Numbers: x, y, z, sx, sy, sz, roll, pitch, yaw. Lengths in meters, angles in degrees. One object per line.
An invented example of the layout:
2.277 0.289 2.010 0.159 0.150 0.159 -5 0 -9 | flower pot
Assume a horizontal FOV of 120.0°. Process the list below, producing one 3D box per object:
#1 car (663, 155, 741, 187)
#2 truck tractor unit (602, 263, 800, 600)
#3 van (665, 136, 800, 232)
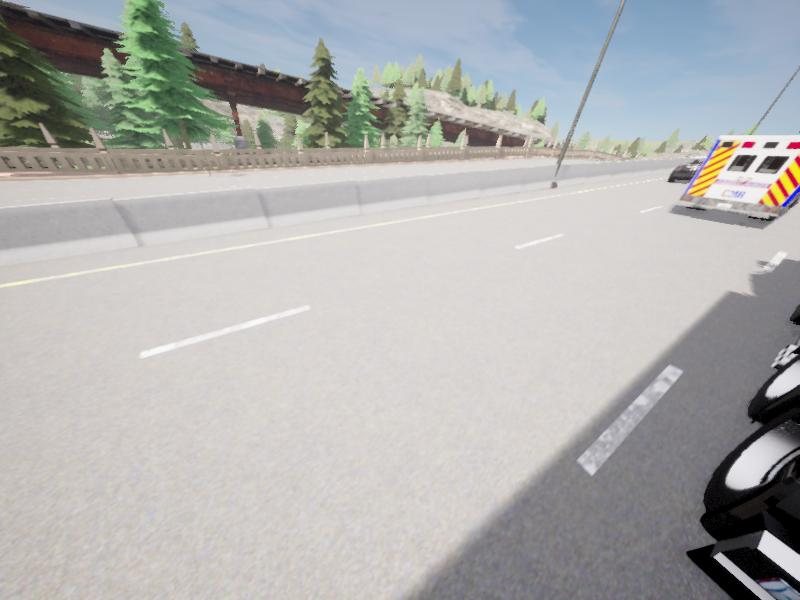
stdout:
19.852 -8.575 15.220 3.806 1.475 1.970 -18 39 -24 | car
5.108 -0.303 0.786 6.516 4.208 3.053 -18 39 -24 | truck tractor unit
13.450 -4.577 8.583 6.366 2.431 2.351 -18 39 -24 | van
